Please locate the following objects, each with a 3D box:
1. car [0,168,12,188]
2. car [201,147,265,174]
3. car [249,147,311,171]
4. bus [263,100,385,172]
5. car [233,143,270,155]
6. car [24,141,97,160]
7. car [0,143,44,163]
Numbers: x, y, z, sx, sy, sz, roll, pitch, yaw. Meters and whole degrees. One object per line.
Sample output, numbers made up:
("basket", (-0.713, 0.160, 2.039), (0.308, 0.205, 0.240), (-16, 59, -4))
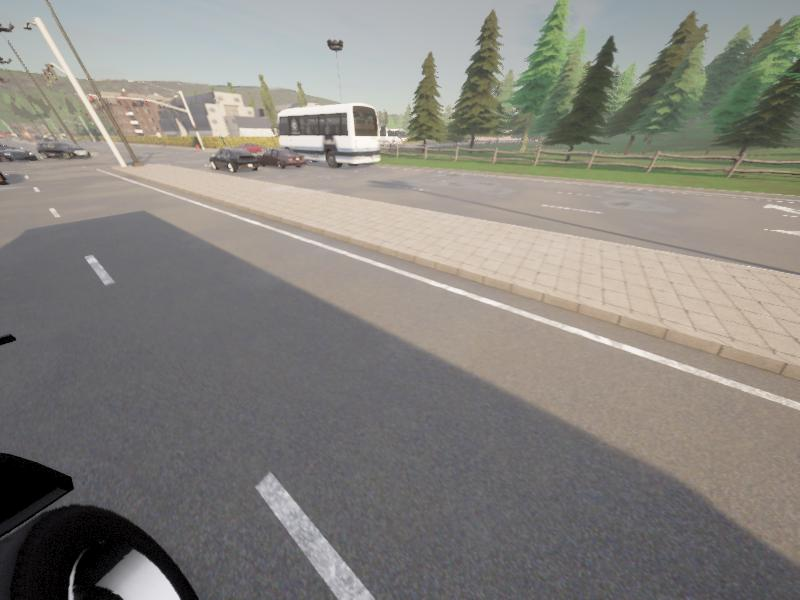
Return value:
("car", (-23.083, -6.945, 12.134), (5.027, 1.651, 2.152), (22, 41, 28))
("car", (-12.910, -10.846, 17.849), (4.892, 1.490, 1.837), (22, 41, 28))
("car", (-10.345, -12.226, 19.910), (5.357, 1.411, 2.033), (22, 41, 28))
("bus", (-6.701, -14.290, 20.385), (10.273, 4.253, 3.944), (22, 41, 28))
("car", (-22.880, -23.471, 35.742), (1.994, 1.385, 4.181), (25, 42, 31))
("car", (-38.145, -16.862, 26.042), (4.856, 1.649, 2.033), (4, 35, 6))
("car", (-38.906, -14.468, 22.730), (4.974, 1.542, 2.038), (8, 35, 10))
